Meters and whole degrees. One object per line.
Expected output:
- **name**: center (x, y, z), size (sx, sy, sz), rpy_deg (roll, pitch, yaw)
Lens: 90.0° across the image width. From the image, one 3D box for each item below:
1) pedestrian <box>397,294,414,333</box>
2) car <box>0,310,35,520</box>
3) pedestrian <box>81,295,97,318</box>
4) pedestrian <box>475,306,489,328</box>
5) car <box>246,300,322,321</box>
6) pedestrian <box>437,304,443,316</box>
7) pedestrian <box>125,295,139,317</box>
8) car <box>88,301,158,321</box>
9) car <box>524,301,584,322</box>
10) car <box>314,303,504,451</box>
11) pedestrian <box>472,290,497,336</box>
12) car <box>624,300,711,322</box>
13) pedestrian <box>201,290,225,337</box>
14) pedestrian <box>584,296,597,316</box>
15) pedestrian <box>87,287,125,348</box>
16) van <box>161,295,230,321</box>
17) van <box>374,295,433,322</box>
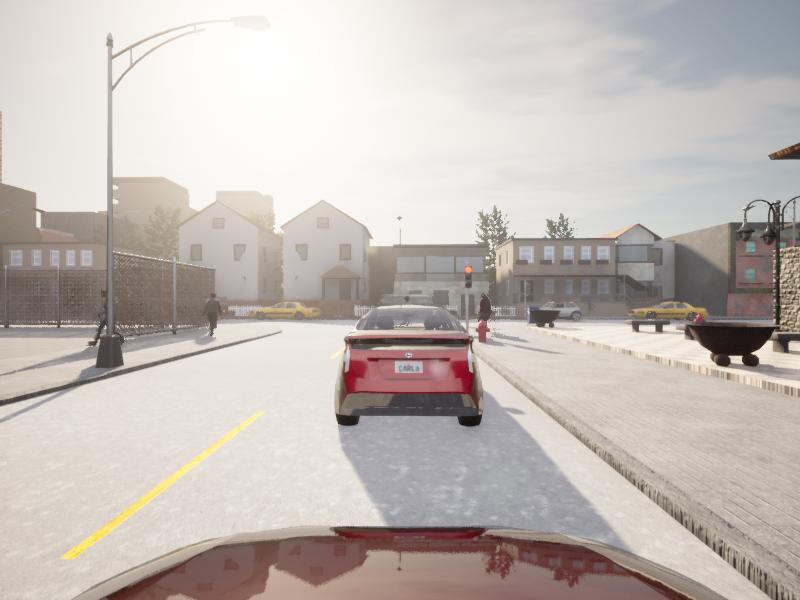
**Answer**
- **pedestrian**: center (0.273, 0.637, 19.571), size (0.751, 1.860, 0.751), rpy_deg (0, 0, 9)
- **car**: center (-4.006, 0.836, 0.742), size (2.128, 1.511, 4.902), rpy_deg (0, 0, 1)
- **pedestrian**: center (-26.210, 0.533, 33.754), size (0.751, 1.860, 0.751), rpy_deg (0, 0, 13)
- **pedestrian**: center (4.401, 0.905, 21.489), size (0.500, 1.100, 0.500), rpy_deg (0, 0, -40)
- **car**: center (-8.854, 0.803, 30.810), size (5.366, 1.575, 1.801), rpy_deg (0, 0, 1)
- **pedestrian**: center (3.557, 0.913, 35.938), size (0.500, 1.100, 0.500), rpy_deg (0, 0, 1)
- **pedestrian**: center (-23.140, 0.533, 34.544), size (0.751, 1.860, 0.751), rpy_deg (0, 0, -14)
- **car**: center (-21.462, 0.854, 31.059), size (4.193, 1.474, 1.816), rpy_deg (0, 0, 1)
- **car**: center (11.638, 0.853, 30.357), size (3.806, 1.475, 1.970), rpy_deg (0, 0, 1)
- **car**: center (0.137, 0.828, 6.489), size (2.007, 1.525, 4.514), rpy_deg (0, 0, 1)
- **pedestrian**: center (3.555, 0.525, 16.857), size (0.751, 1.860, 0.751), rpy_deg (0, 0, 41)
- **car**: center (20.075, 0.804, 30.172), size (5.366, 1.575, 1.801), rpy_deg (0, 0, 1)
- **pedestrian**: center (-7.666, 0.534, 16.390), size (0.751, 1.860, 0.751), rpy_deg (0, 0, -13)
- **pedestrian**: center (17.129, 0.533, 35.957), size (0.751, 1.860, 0.751), rpy_deg (0, 0, 1)
- **pedestrian**: center (-9.275, 0.534, 12.648), size (0.751, 1.860, 0.751), rpy_deg (0, 0, -18)
- **van**: center (-15.702, 0.598, 30.885), size (4.442, 1.987, 1.775), rpy_deg (0, 0, 2)
- **van**: center (0.273, 0.599, 30.608), size (4.442, 1.987, 1.775), rpy_deg (0, 0, 1)
